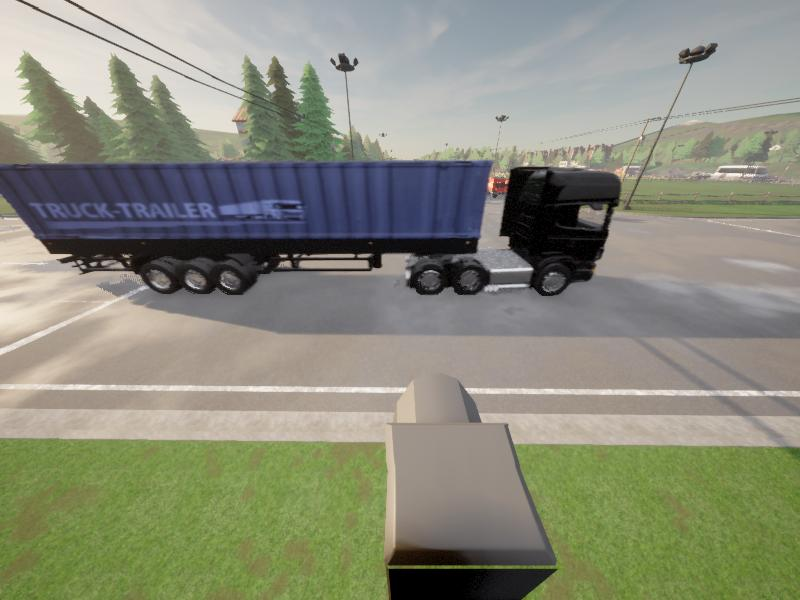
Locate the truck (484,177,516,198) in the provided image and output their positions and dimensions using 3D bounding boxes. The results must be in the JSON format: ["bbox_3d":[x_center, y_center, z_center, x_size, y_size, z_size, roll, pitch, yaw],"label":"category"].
[{"bbox_3d":[15.310,-17.512,35.860,2.627,2.467,5.204,0,30,0],"label":"truck"}]

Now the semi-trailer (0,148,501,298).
[{"bbox_3d":[-4.533,-2.703,8.270,14.254,4.402,2.717,0,30,1],"label":"semi-trailer"}]

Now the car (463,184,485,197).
[{"bbox_3d":[11.815,-17.729,37.175,1.882,1.535,5.008,0,30,0],"label":"car"}]

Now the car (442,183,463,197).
[{"bbox_3d":[8.315,-17.780,37.179,2.152,1.651,5.027,0,30,0],"label":"car"}]

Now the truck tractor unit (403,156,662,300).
[{"bbox_3d":[3.379,-2.570,8.232,6.516,4.208,3.053,0,30,1],"label":"truck tractor unit"}]
